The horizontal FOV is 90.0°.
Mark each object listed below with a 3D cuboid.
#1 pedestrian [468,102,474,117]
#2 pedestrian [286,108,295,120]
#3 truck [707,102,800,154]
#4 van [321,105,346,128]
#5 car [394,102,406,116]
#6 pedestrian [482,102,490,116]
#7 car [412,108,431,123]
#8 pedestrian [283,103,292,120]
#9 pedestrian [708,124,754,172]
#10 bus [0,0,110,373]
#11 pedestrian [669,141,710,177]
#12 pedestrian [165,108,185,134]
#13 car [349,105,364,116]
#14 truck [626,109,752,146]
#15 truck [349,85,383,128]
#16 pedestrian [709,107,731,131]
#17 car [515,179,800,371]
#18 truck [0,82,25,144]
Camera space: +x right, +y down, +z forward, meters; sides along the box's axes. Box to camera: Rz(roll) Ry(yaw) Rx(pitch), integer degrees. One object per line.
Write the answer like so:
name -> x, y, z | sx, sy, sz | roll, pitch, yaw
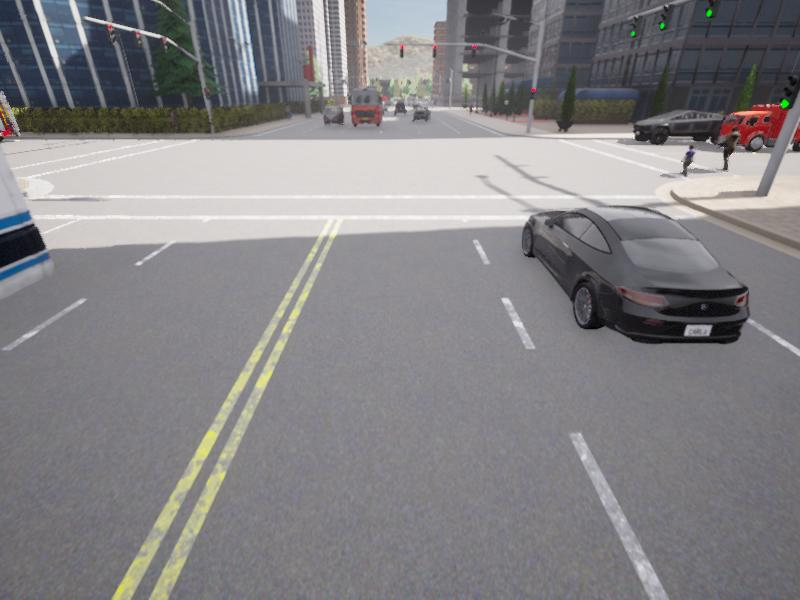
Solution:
pedestrian -> 10.249, -27.407, 57.569 | 0.751, 1.860, 0.751 | 3, 27, 7
pedestrian -> -13.978, -23.824, 51.219 | 0.751, 1.300, 0.751 | 2, 27, 3
truck -> 22.217, -10.283, 23.853 | 5.204, 2.467, 2.627 | -2, 27, 2
van -> -6.965, -19.378, 42.191 | 1.775, 1.987, 4.442 | 0, 27, 0
car -> 0.056, -30.983, 64.913 | 1.905, 1.878, 3.866 | 0, 27, 0
pedestrian -> 12.567, -27.892, 58.512 | 0.751, 1.860, 0.751 | -7, 28, -13
car -> 2.780, -23.411, 50.577 | 1.837, 1.490, 4.892 | 4, 27, 8
pedestrian -> -14.121, -23.685, 50.335 | 0.751, 1.860, 0.751 | -1, 27, -2
pedestrian -> 14.278, -6.571, 17.319 | 0.751, 1.860, 0.751 | 0, 27, 0
bus -> -6.883, 0.387, 1.222 | 3.944, 4.253, 10.273 | 0, 27, 0
pedestrian -> 11.794, -5.742, 16.321 | 0.751, 1.300, 0.751 | -1, 27, -2
pedestrian -> -18.234, -14.506, 32.460 | 0.751, 1.860, 0.751 | 0, 27, 0
car -> -6.946, -30.587, 64.671 | 1.970, 1.475, 3.806 | 0, 27, 0
truck -> 19.347, -11.707, 27.108 | 6.274, 2.098, 2.390 | 0, 27, 1
truck -> -3.471, -20.977, 43.286 | 2.891, 3.827, 8.468 | 0, 27, 0
pedestrian -> 28.129, -15.929, 35.168 | 0.751, 1.860, 0.751 | -4, 27, -7
car -> 3.503, -0.837, 6.670 | 1.812, 1.442, 4.674 | 0, 27, 0
truck -> -31.711, -12.710, 27.206 | 8.468, 3.827, 2.891 | 0, 27, 1
